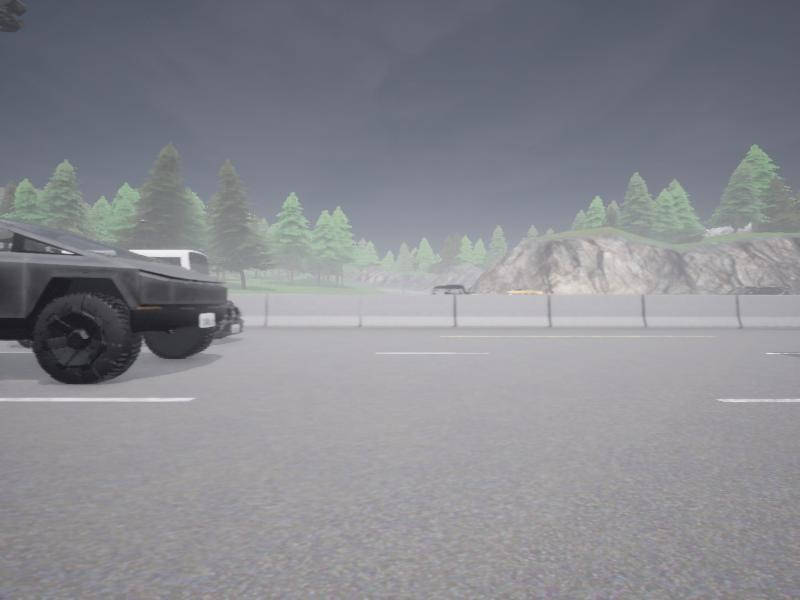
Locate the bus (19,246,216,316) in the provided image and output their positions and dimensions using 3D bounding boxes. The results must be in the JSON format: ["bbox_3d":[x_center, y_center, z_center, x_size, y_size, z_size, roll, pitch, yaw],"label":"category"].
[{"bbox_3d":[-18.299,-1.163,26.569,10.273,4.253,3.944,0,0,0],"label":"bus"}]

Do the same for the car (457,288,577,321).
[{"bbox_3d":[5.625,0.209,19.701,5.366,1.575,1.801,0,0,0],"label":"car"}]

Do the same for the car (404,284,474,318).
[{"bbox_3d":[2.206,0.048,23.200,3.866,1.878,1.905,0,0,0],"label":"car"}]

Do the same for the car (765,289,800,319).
[{"bbox_3d":[24.672,0.217,23.209,5.027,1.651,2.152,0,0,0],"label":"car"}]

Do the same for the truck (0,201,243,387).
[{"bbox_3d":[-5.838,-0.068,5.695,6.274,2.098,2.390,0,0,0],"label":"truck"}]

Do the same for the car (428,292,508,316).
[{"bbox_3d":[4.431,0.232,26.701,4.974,1.542,2.038,0,0,0],"label":"car"}]

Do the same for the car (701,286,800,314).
[{"bbox_3d":[26.320,0.007,30.210,5.566,2.045,2.150,0,0,0],"label":"car"}]

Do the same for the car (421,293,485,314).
[{"bbox_3d":[3.914,0.233,30.200,4.514,1.525,2.007,0,0,0],"label":"car"}]

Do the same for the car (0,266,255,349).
[{"bbox_3d":[-6.050,0.146,9.198,4.611,1.667,2.242,0,0,0],"label":"car"}]
